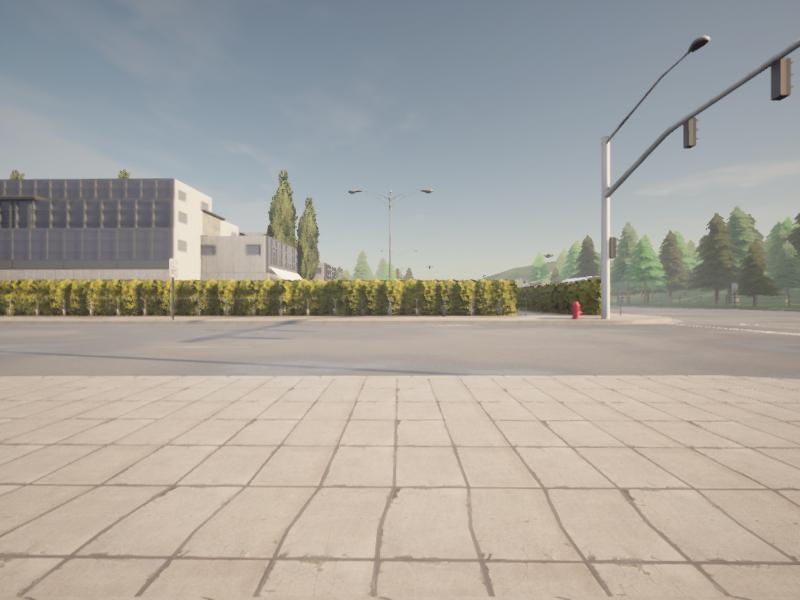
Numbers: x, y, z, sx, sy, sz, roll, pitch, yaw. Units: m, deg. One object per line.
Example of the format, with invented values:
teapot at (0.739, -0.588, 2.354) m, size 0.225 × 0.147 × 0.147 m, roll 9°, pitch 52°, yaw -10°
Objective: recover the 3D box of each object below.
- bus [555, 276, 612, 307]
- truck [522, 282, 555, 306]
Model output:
bus at (27.058, -1.157, 59.693) m, size 3.944 × 4.253 × 10.273 m, roll 0°, pitch 0°, yaw 1°
truck at (23.844, -0.945, 69.527) m, size 2.891 × 3.827 × 8.468 m, roll 0°, pitch 0°, yaw 1°
